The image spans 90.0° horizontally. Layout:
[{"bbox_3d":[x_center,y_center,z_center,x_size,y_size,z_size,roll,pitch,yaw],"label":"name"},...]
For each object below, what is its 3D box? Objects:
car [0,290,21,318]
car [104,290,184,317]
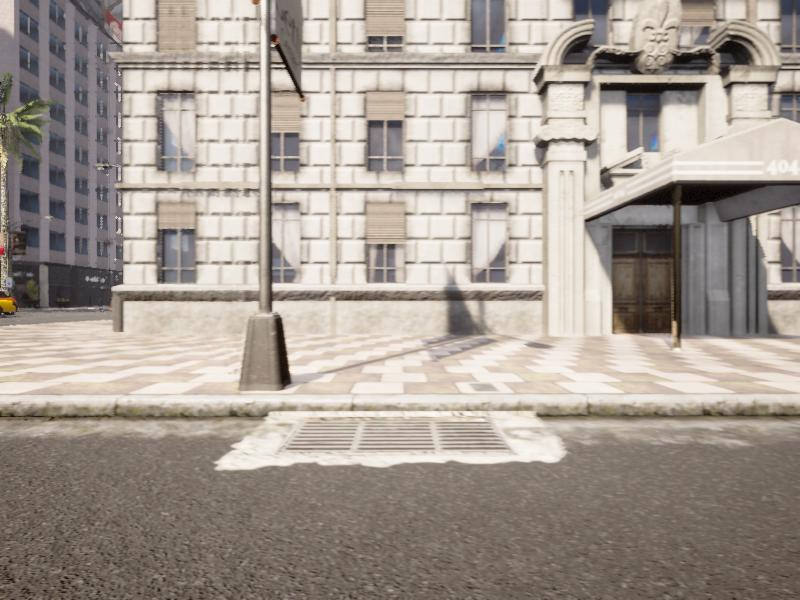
[{"bbox_3d":[-24.027,0.232,21.688,1.801,1.575,5.366,0,0,0],"label":"car"},{"bbox_3d":[-17.004,0.201,26.977,2.152,1.651,5.027,0,0,0],"label":"car"}]
